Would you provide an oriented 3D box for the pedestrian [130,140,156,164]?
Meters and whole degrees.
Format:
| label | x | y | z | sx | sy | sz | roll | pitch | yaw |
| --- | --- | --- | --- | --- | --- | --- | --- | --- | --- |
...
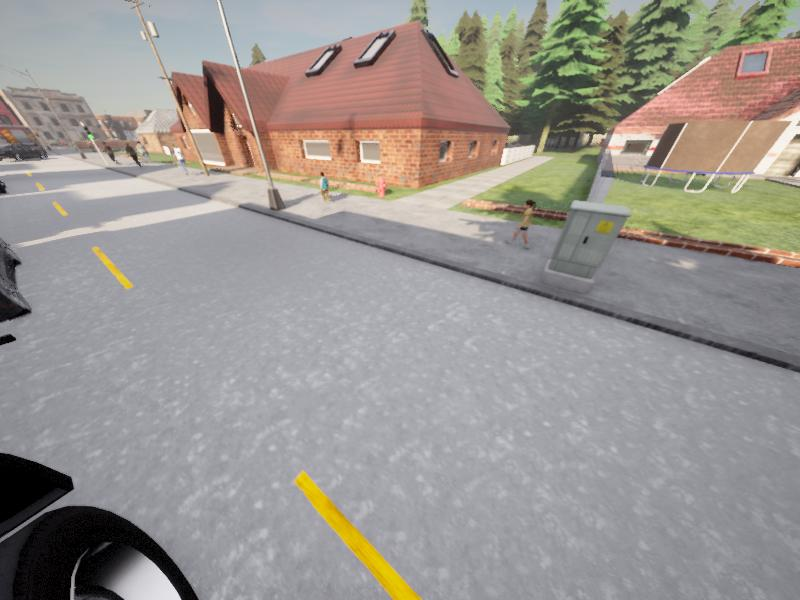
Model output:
| label | x | y | z | sx | sy | sz | roll | pitch | yaw |
| --- | --- | --- | --- | --- | --- | --- | --- | --- | --- |
| pedestrian | -24.042 | -13.861 | 21.642 | 0.751 | 1.860 | 0.751 | 21 | 40 | 26 |

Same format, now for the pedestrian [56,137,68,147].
| label | x | y | z | sx | sy | sz | roll | pitch | yaw |
| --- | --- | --- | --- | --- | --- | --- | --- | --- | --- |
| pedestrian | -81.296 | -37.982 | 55.579 | 0.751 | 1.860 | 0.751 | 26 | 43 | 32 |

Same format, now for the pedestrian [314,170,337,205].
| label | x | y | z | sx | sy | sz | roll | pitch | yaw |
| --- | --- | --- | --- | --- | --- | --- | --- | --- | --- |
| pedestrian | -2.853 | -4.328 | 8.881 | 0.500 | 1.100 | 0.500 | 30 | 44 | 35 |

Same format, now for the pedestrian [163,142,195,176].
| label | x | y | z | sx | sy | sz | roll | pitch | yaw |
| --- | --- | --- | --- | --- | --- | --- | --- | --- | --- |
| pedestrian | -14.504 | -9.274 | 15.181 | 0.751 | 1.860 | 0.751 | 27 | 43 | 33 |

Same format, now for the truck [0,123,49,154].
| label | x | y | z | sx | sy | sz | roll | pitch | yaw |
| --- | --- | --- | --- | --- | --- | --- | --- | --- | --- |
| truck | -60.626 | -25.829 | 36.947 | 8.468 | 3.827 | 2.891 | 22 | 41 | 28 |

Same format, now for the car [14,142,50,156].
| label | x | y | z | sx | sy | sz | roll | pitch | yaw |
| --- | --- | --- | --- | --- | --- | --- | --- | --- | --- |
| car | -53.581 | -22.020 | 33.584 | 4.902 | 1.511 | 2.128 | 22 | 41 | 28 |

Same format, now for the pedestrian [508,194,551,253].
| label | x | y | z | sx | sy | sz | roll | pitch | yaw |
| --- | --- | --- | --- | --- | --- | --- | --- | --- | --- |
| pedestrian | 2.895 | -1.725 | 5.216 | 0.500 | 1.100 | 0.500 | 19 | 39 | 25 |

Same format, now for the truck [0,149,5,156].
| label | x | y | z | sx | sy | sz | roll | pitch | yaw |
| --- | --- | --- | --- | --- | --- | --- | --- | --- | --- |
| truck | -58.687 | -21.669 | 32.223 | 5.204 | 2.467 | 2.627 | 22 | 41 | 28 |

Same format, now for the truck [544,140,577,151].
| label | x | y | z | sx | sy | sz | roll | pitch | yaw |
| --- | --- | --- | --- | --- | --- | --- | --- | --- | --- |
| truck | 40.324 | -38.895 | 58.009 | 6.274 | 2.098 | 2.390 | 22 | 41 | 28 |

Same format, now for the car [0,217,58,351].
| label | x | y | z | sx | sy | sz | roll | pitch | yaw |
| --- | --- | --- | --- | --- | --- | --- | --- | --- | --- |
| car | -7.481 | -0.505 | 3.287 | 4.902 | 1.511 | 2.128 | 22 | 41 | 28 |

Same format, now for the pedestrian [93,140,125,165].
| label | x | y | z | sx | sy | sz | roll | pitch | yaw |
| --- | --- | --- | --- | --- | --- | --- | --- | --- | --- |
| pedestrian | -25.761 | -13.052 | 20.482 | 0.751 | 1.860 | 0.751 | 13 | 37 | 18 |

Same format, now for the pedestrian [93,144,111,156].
| label | x | y | z | sx | sy | sz | roll | pitch | yaw |
| --- | --- | --- | --- | --- | --- | --- | --- | --- | --- |
| pedestrian | -39.650 | -19.983 | 30.736 | 0.751 | 1.300 | 0.751 | 17 | 38 | 22 |

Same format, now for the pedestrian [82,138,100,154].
| label | x | y | z | sx | sy | sz | roll | pitch | yaw |
| --- | --- | --- | --- | --- | --- | --- | --- | --- | --- |
| pedestrian | -46.393 | -23.112 | 34.655 | 0.751 | 1.860 | 0.751 | -25 | 42 | -31 |

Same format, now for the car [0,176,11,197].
| label | x | y | z | sx | sy | sz | roll | pitch | yaw |
| --- | --- | --- | --- | --- | --- | --- | --- | --- | --- |
| car | -20.095 | -5.780 | 10.394 | 4.605 | 1.855 | 1.932 | 22 | 40 | 28 |

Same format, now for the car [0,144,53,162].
| label | x | y | z | sx | sy | sz | roll | pitch | yaw |
| --- | --- | --- | --- | --- | --- | --- | --- | --- | --- |
| car | -41.828 | -16.078 | 25.220 | 1.837 | 1.490 | 4.892 | -11 | 35 | -16 |

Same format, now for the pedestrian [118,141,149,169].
| label | x | y | z | sx | sy | sz | roll | pitch | yaw |
| --- | --- | --- | --- | --- | --- | --- | --- | --- | --- |
| pedestrian | -21.184 | -11.541 | 18.362 | 0.751 | 1.860 | 0.751 | 21 | 40 | 27 |
